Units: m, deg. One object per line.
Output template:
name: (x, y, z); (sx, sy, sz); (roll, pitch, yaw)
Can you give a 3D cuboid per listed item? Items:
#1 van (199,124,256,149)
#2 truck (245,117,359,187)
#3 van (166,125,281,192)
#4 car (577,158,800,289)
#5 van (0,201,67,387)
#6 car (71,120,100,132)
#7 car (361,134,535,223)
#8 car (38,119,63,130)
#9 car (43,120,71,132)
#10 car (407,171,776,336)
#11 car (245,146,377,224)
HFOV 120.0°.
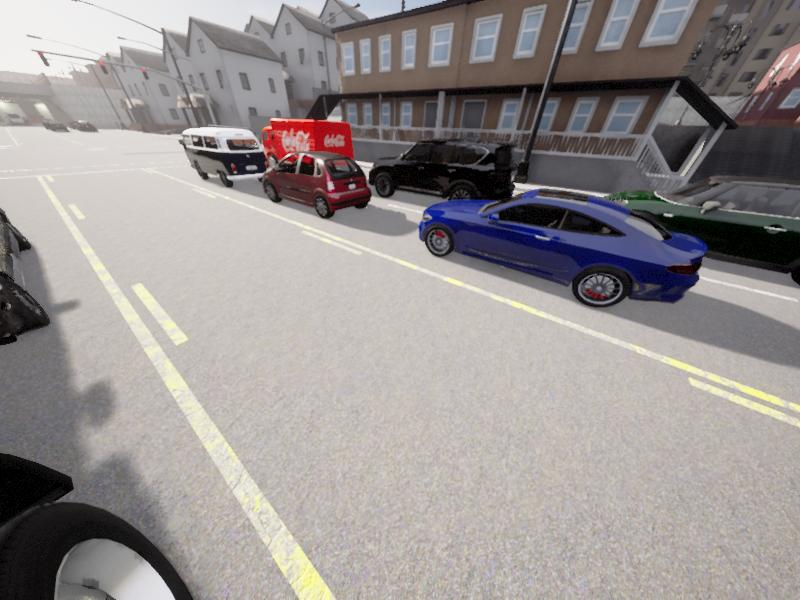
van: (-18.778, -17.901, 25.406); (4.442, 1.987, 1.775); (-23, 43, -33)
truck: (-4.991, -7.800, 11.982); (5.204, 2.467, 2.627); (26, 42, 28)
van: (-7.850, -6.463, 10.367); (4.480, 2.038, 2.069); (25, 42, 27)
car: (7.220, -1.949, 5.298); (4.553, 1.767, 2.097); (25, 42, 27)
van: (-6.801, -0.979, 2.635); (5.915, 2.561, 1.988); (25, 42, 28)
car: (-59.212, -32.657, 43.447); (4.611, 1.667, 2.242); (25, 42, 27)
car: (1.391, -4.740, 8.546); (5.566, 2.045, 2.150); (25, 42, 28)
car: (-68.282, -34.326, 45.120); (5.238, 1.638, 1.930); (25, 42, 27)
car: (-60.597, -30.686, 40.768); (4.514, 1.525, 2.007); (25, 42, 27)
car: (2.600, -1.364, 4.538); (4.674, 1.442, 1.812); (25, 42, 28)
car: (-2.914, -3.996, 7.663); (3.988, 1.617, 1.851); (25, 42, 27)
